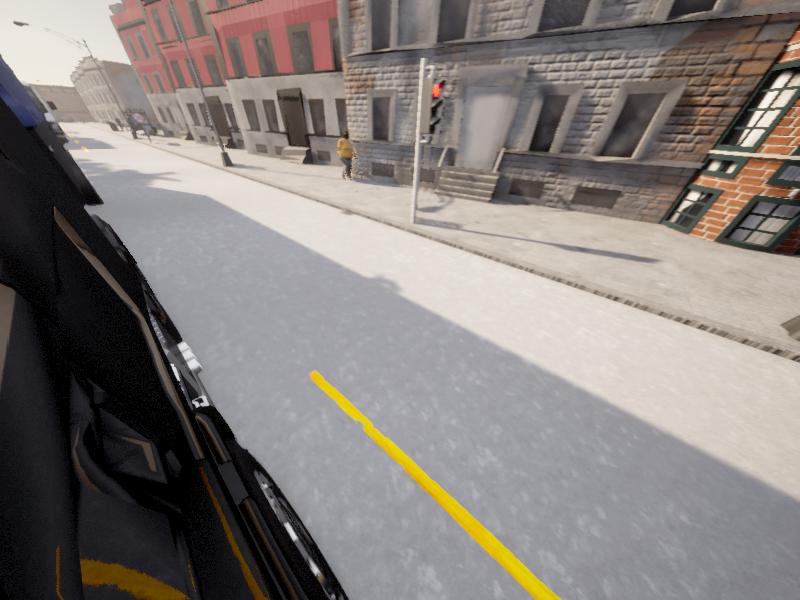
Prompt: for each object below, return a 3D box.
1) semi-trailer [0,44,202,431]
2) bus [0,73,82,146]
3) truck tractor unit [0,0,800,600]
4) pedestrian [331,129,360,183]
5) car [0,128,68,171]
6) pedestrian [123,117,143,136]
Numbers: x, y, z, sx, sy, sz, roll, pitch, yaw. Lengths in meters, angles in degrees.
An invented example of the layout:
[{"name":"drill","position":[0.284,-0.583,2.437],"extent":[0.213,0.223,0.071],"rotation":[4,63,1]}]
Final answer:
[{"name":"semi-trailer","position":[-8.706,-3.589,4.235],"extent":[14.254,4.402,2.717],"rotation":[28,44,30]},{"name":"bus","position":[-32.358,-16.177,19.809],"extent":[10.273,4.253,3.944],"rotation":[28,44,30]},{"name":"truck tractor unit","position":[-2.645,-0.295,0.351],"extent":[6.516,4.208,3.053],"rotation":[28,44,30]},{"name":"pedestrian","position":[-2.317,-6.181,9.966],"extent":[0.751,1.860,0.751],"rotation":[29,44,31]},{"name":"car","position":[-19.224,-7.831,11.815],"extent":[5.357,1.411,2.033],"rotation":[30,45,32]},{"name":"pedestrian","position":[-33.197,-21.582,28.740],"extent":[0.751,1.860,0.751],"rotation":[28,44,30]}]
